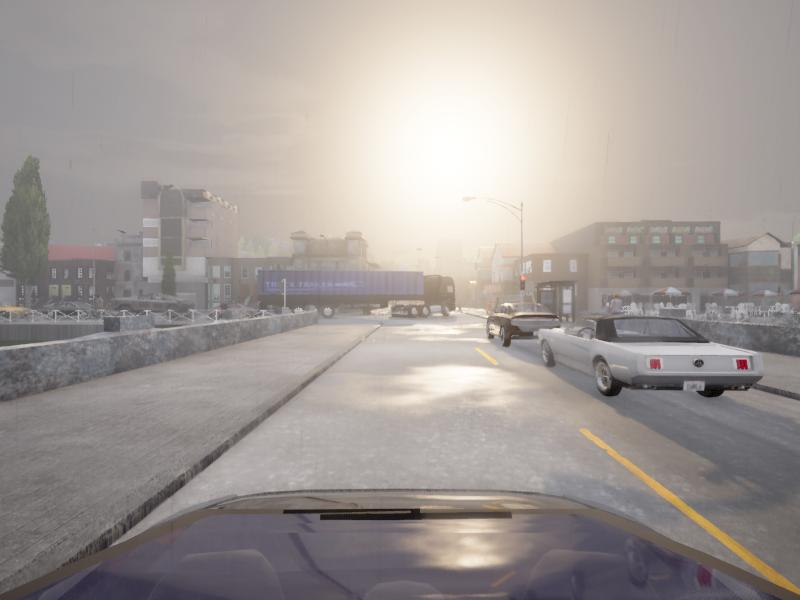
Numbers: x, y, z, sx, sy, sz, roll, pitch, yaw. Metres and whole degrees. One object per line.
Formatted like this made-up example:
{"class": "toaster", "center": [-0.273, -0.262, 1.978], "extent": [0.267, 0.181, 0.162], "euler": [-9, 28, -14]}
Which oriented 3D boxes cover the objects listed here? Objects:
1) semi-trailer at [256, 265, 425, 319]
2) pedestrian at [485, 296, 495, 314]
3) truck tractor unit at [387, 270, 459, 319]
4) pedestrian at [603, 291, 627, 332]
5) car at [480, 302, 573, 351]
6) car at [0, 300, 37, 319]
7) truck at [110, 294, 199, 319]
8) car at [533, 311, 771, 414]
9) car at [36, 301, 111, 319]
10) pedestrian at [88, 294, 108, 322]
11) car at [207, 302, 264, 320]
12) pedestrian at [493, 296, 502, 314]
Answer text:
{"class": "semi-trailer", "center": [-5.022, -0.619, 35.447], "extent": [14.254, 4.402, 2.717], "euler": [0, 0, -12]}
{"class": "pedestrian", "center": [9.421, 0.533, 41.818], "extent": [0.751, 1.860, 0.751], "euler": [0, 0, -44]}
{"class": "truck tractor unit", "center": [2.292, -0.518, 37.937], "extent": [6.516, 4.208, 3.053], "euler": [0, 0, -41]}
{"class": "pedestrian", "center": [9.919, 0.533, 18.466], "extent": [0.751, 1.860, 0.751], "euler": [0, 0, 2]}
{"class": "car", "center": [4.438, 0.836, 14.911], "extent": [2.128, 1.511, 4.902], "euler": [0, 0, 3]}
{"class": "car", "center": [-35.539, 0.801, 35.340], "extent": [5.366, 1.575, 1.801], "euler": [0, 0, 2]}
{"class": "truck", "center": [-21.283, 0.542, 34.862], "extent": [6.274, 2.098, 2.390], "euler": [0, 0, 2]}
{"class": "car", "center": [4.303, 0.944, 7.966], "extent": [1.895, 1.301, 4.718], "euler": [0, 0, 2]}
{"class": "car", "center": [-28.550, 0.836, 35.105], "extent": [4.902, 1.511, 2.128], "euler": [0, 0, 2]}
{"class": "pedestrian", "center": [-20.121, 0.547, 26.692], "extent": [0.751, 1.860, 0.751], "euler": [0, 0, 2]}
{"class": "car", "center": [-14.018, 0.921, 34.277], "extent": [4.181, 1.385, 1.994], "euler": [-1, -1, -8]}
{"class": "pedestrian", "center": [9.971, 0.533, 40.942], "extent": [0.751, 1.860, 0.751], "euler": [0, 0, 31]}
